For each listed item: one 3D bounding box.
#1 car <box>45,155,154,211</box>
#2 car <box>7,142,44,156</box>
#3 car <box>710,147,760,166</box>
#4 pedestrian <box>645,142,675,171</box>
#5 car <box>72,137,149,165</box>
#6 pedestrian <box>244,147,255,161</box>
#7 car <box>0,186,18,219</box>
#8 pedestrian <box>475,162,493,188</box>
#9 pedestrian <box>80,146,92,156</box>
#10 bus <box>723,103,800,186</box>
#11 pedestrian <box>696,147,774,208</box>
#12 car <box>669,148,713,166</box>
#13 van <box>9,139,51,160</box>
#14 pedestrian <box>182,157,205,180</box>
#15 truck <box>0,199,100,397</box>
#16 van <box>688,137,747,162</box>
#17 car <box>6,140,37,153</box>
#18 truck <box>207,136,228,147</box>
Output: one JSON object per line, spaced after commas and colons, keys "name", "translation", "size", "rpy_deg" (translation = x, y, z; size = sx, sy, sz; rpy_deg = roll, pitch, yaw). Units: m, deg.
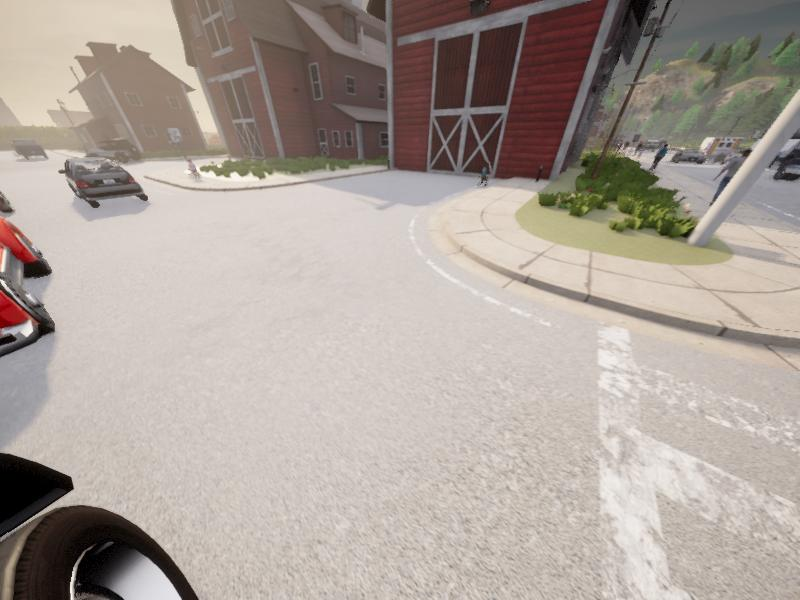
{"name": "car", "translation": [-12.455, -4.995, 9.600], "size": [3.705, 1.549, 1.789], "rpy_deg": [22, 41, 28]}
{"name": "car", "translation": [-53.991, -21.798, 33.314], "size": [4.792, 1.488, 2.163], "rpy_deg": [22, 41, 28]}
{"name": "car", "translation": [35.575, -15.376, 24.701], "size": [1.845, 1.501, 3.633], "rpy_deg": [23, 41, 29]}
{"name": "pedestrian", "translation": [20.459, -11.289, 18.211], "size": [0.751, 1.860, 0.751], "rpy_deg": [22, 40, 27]}
{"name": "car", "translation": [-27.634, -14.338, 22.227], "size": [3.866, 1.878, 1.905], "rpy_deg": [-6, 41, -5]}
{"name": "pedestrian", "translation": [-14.729, -14.289, 22.633], "size": [0.500, 1.100, 0.500], "rpy_deg": [25, 42, 31]}
{"name": "car", "translation": [-15.395, -3.652, 7.834], "size": [4.181, 1.385, 1.994], "rpy_deg": [22, 41, 28]}
{"name": "pedestrian", "translation": [4.286, -6.400, 11.841], "size": [0.500, 1.100, 0.500], "rpy_deg": [22, 41, 28]}
{"name": "pedestrian", "translation": [-40.680, -19.359, 29.945], "size": [0.500, 1.100, 0.500], "rpy_deg": [26, 43, 32]}
{"name": "bus", "translation": [27.709, -10.393, 15.206], "size": [3.944, 4.253, 10.273], "rpy_deg": [23, 41, 28]}
{"name": "pedestrian", "translation": [12.116, -4.469, 8.467], "size": [0.751, 1.860, 0.751], "rpy_deg": [27, 43, 33]}
{"name": "car", "translation": [31.724, -15.747, 25.346], "size": [1.994, 1.385, 4.181], "rpy_deg": [22, 41, 28]}
{"name": "van", "translation": [-44.562, -18.187, 27.789], "size": [4.442, 1.987, 1.775], "rpy_deg": [22, 40, 28]}
{"name": "pedestrian", "translation": [-12.037, -7.641, 13.451], "size": [0.500, 1.100, 0.500], "rpy_deg": [23, 41, 29]}
{"name": "truck", "translation": [-6.689, -0.578, 2.547], "size": [5.204, 2.467, 2.627], "rpy_deg": [22, 41, 28]}
{"name": "van", "translation": [39.932, -19.181, 29.356], "size": [2.351, 2.431, 6.366], "rpy_deg": [23, 41, 29]}
{"name": "car", "translation": [-62.197, -25.181, 37.937], "size": [5.238, 1.638, 1.930], "rpy_deg": [22, 40, 27]}
{"name": "truck", "translation": [-53.247, -46.289, 67.320], "size": [5.204, 2.467, 2.627], "rpy_deg": [23, 41, 29]}
